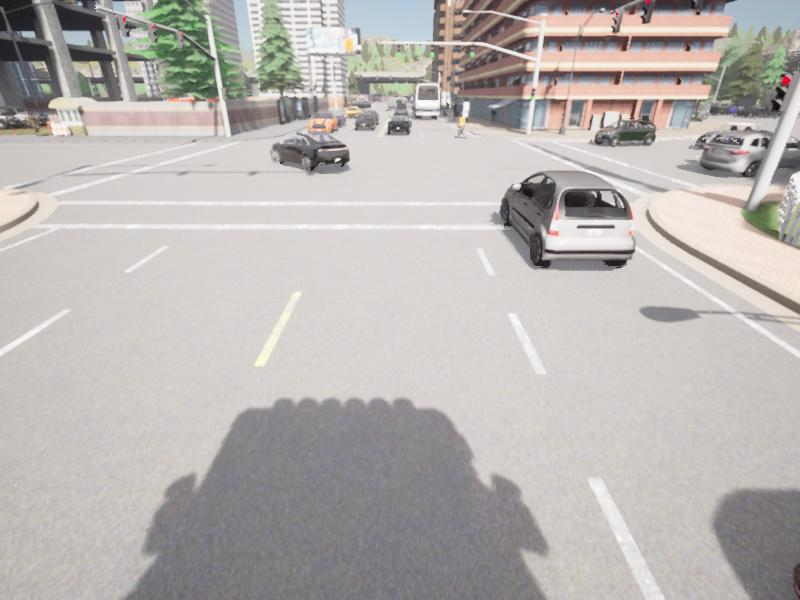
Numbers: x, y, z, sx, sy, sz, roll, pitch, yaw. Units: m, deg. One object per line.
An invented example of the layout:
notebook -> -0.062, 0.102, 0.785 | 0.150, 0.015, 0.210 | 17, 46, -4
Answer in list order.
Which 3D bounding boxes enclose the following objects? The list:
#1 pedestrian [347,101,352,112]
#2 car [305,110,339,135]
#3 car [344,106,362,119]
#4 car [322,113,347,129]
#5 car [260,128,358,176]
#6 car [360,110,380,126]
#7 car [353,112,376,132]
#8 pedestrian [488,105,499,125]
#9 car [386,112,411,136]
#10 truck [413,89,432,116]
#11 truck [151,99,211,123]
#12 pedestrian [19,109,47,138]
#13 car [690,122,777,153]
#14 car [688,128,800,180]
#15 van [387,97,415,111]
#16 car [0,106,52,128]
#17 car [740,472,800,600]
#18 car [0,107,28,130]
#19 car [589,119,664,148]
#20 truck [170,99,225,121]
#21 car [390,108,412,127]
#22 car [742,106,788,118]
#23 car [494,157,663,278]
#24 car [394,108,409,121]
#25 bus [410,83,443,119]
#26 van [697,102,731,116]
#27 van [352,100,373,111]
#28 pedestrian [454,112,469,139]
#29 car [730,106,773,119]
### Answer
pedestrian -> -9.546, -36.540, 75.520 | 0.751, 1.860, 0.751 | 3, 27, 5
car -> -6.889, -16.005, 35.910 | 2.097, 1.767, 4.553 | 0, 27, 0
car -> -6.795, -27.264, 58.159 | 1.882, 1.535, 5.008 | 0, 27, 0
car -> -6.862, -18.977, 42.255 | 1.895, 1.301, 4.718 | 0, 27, 0
car -> -4.313, -6.992, 18.606 | 2.128, 1.511, 4.902 | -22, 34, -37
car -> -3.348, -20.747, 45.489 | 1.837, 1.490, 4.892 | 0, 27, 0
car -> -3.373, -17.459, 39.074 | 1.837, 1.490, 4.892 | 0, 27, 0
pedestrian -> 10.002, -19.768, 42.782 | 0.751, 1.860, 0.751 | -1, 27, -2
car -> -0.039, -15.464, 35.018 | 1.930, 1.638, 5.238 | 1, 27, 2
truck -> 3.756, -33.891, 68.569 | 2.891, 3.827, 8.468 | 0, 27, 0
truck -> -25.632, -22.243, 47.003 | 5.204, 2.467, 2.615 | 0, 27, 0
pedestrian -> -27.078, -13.037, 29.551 | 0.751, 1.860, 0.751 | 10, 29, 19
car -> 20.054, -9.856, 24.122 | 3.806, 1.475, 1.970 | -10, 29, -18
car -> 15.254, -6.190, 16.760 | 4.611, 1.667, 2.242 | -5, 27, -9
van -> 0.278, -42.640, 87.011 | 5.915, 2.561, 1.988 | 0, 27, 0
car -> -37.298, -18.014, 39.330 | 3.866, 1.878, 1.905 | 0, 27, 0
car -> 3.464, 2.259, 0.732 | 1.994, 1.385, 4.181 | 0, 27, 0
car -> -37.305, -16.673, 36.712 | 3.866, 1.878, 1.905 | 0, 27, 0
car -> 14.728, -10.936, 26.148 | 3.705, 1.549, 1.789 | -6, 28, -11
truck -> -25.623, -24.209, 50.839 | 5.204, 2.467, 2.615 | 0, 27, 0
car -> 0.136, -20.032, 43.902 | 2.242, 1.667, 4.611 | 0, 27, 0
car -> 54.245, -28.032, 59.640 | 2.033, 1.411, 5.357 | 0, 27, 1
car -> 3.501, -2.043, 8.866 | 1.851, 1.617, 3.988 | 0, 27, 0
car -> 0.194, -25.403, 54.683 | 2.033, 1.411, 5.357 | 0, 27, 0
bus -> 3.584, -28.405, 57.385 | 3.944, 4.253, 10.273 | 0, 26, 0
van -> 50.803, -31.009, 64.816 | 1.775, 1.987, 4.442 | 0, 27, 1
van -> -8.170, -42.410, 87.220 | 4.442, 1.987, 1.775 | 0, 27, 0
pedestrian -> 4.629, -13.212, 30.293 | 0.751, 1.860, 0.751 | -8, 28, -16
car -> 50.717, -27.213, 57.941 | 1.837, 1.490, 4.892 | 0, 27, 1
